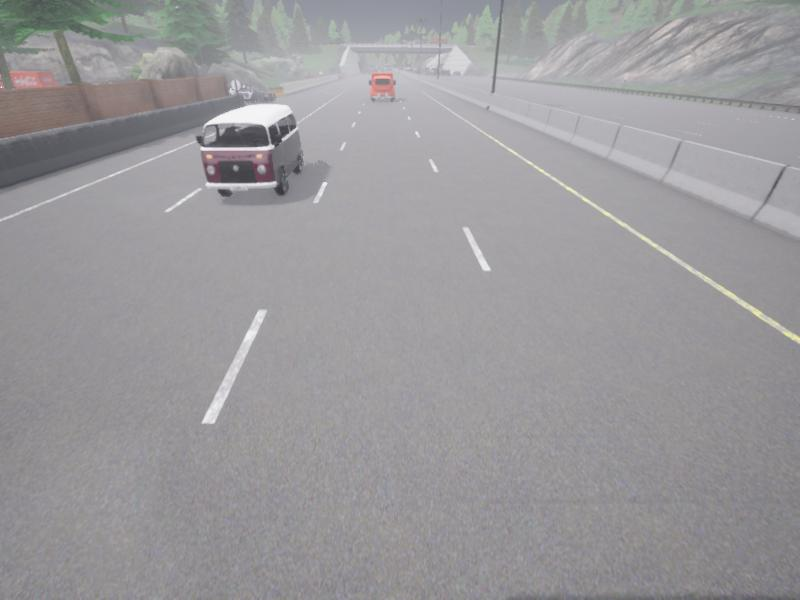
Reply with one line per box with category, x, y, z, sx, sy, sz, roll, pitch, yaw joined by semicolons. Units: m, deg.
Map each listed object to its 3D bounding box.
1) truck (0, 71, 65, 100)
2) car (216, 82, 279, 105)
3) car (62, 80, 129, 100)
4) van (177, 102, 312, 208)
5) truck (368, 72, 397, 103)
truck;-37.792;-21.582;40.225;5.204;2.467;2.627;-1;30;-1
car;-14.292;-19.472;37.691;4.974;1.542;2.038;5;31;4
car;-30.784;-21.333;40.592;4.856;1.649;2.033;-1;30;-1
van;-3.990;-4.313;11.360;2.069;2.038;4.480;-1;30;-2
truck;-1.708;-20.801;39.078;2.627;2.467;5.204;-1;30;-2
